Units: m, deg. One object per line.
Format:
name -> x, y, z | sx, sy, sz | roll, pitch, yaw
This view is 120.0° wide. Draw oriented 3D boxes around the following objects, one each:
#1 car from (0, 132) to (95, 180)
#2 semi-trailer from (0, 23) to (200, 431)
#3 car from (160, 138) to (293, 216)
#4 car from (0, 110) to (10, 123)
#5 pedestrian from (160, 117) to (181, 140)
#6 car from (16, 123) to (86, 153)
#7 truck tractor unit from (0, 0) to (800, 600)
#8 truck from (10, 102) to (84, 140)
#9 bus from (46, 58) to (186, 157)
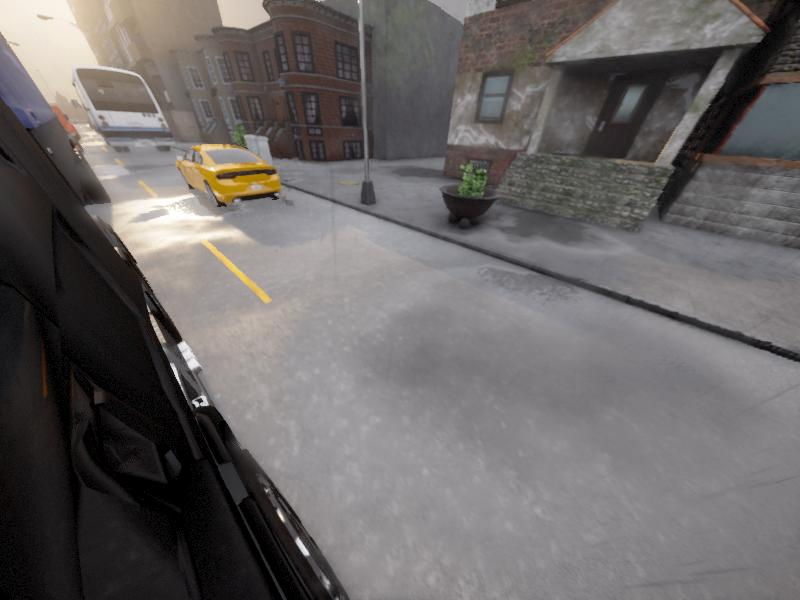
car -> -15.494, -6.504, 10.221 | 4.718, 1.301, 1.895 | 30, 45, 31
semi-trailer -> -8.605, -3.677, 4.304 | 14.254, 4.402, 2.717 | 29, 44, 31
car -> -6.018, -4.447, 7.910 | 5.008, 1.535, 1.882 | 29, 44, 31
car -> -69.873, -30.766, 38.478 | 2.097, 1.767, 4.553 | 30, 44, 31
pedestrian -> -23.741, -17.703, 23.912 | 0.751, 1.860, 0.751 | 30, 44, 31
car -> -23.268, -10.927, 15.526 | 4.181, 1.385, 1.994 | 29, 44, 31
truck tractor unit -> -2.645, -0.295, 0.351 | 6.516, 4.208, 3.053 | 28, 44, 30
truck -> -31.842, -16.196, 21.078 | 5.204, 2.467, 2.627 | 29, 44, 32
bus -> -20.318, -13.473, 16.721 | 10.273, 4.253, 3.944 | 30, 45, 31
